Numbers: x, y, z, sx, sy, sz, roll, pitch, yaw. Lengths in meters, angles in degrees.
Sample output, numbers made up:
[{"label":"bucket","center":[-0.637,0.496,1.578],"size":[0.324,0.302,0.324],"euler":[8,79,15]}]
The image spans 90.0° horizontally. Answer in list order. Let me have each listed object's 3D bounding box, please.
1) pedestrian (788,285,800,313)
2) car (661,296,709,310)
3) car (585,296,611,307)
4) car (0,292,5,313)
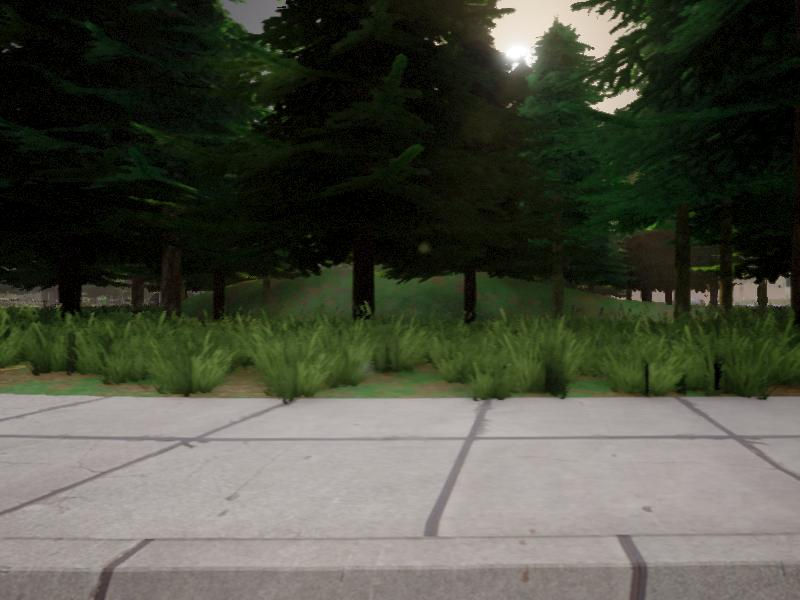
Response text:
[{"label":"pedestrian","center":[27.438,-0.078,27.537],"size":[0.751,1.860,0.751],"euler":[0,0,6]},{"label":"car","center":[32.456,0.289,45.721],"size":[2.128,1.511,4.902],"euler":[0,0,2]},{"label":"car","center":[32.845,0.246,66.576],"size":[2.033,1.649,4.856],"euler":[0,0,1]},{"label":"car","center":[-32.103,0.183,29.017],"size":[2.033,1.649,4.856],"euler":[0,0,1]}]
